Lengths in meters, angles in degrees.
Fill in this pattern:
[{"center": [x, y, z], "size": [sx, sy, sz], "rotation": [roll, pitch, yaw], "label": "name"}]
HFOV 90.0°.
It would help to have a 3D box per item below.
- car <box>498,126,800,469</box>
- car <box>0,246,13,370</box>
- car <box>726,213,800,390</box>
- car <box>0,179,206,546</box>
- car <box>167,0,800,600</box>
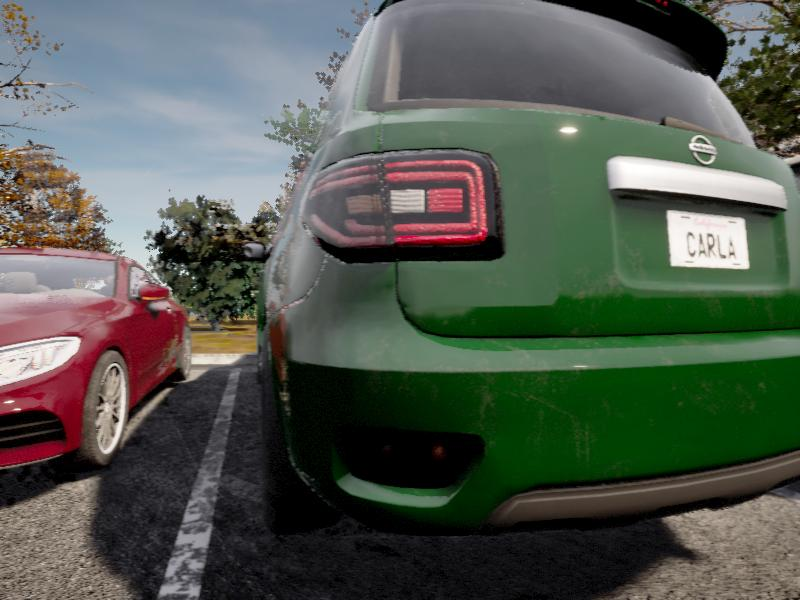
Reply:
[{"center": [2.912, 0.005, 3.427], "size": [1.878, 1.987, 4.442], "rotation": [1, -1, -20], "label": "car"}, {"center": [-6.053, 0.096, 3.489], "size": [2.185, 1.767, 4.553], "rotation": [0, -1, -20], "label": "car"}, {"center": [5.889, 0.008, 3.435], "size": [1.878, 1.987, 4.442], "rotation": [1, -1, -20], "label": "car"}, {"center": [-3.081, 0.265, 3.525], "size": [2.002, 1.452, 4.674], "rotation": [1, -1, -20], "label": "car"}, {"center": [-0.119, -0.022, 3.557], "size": [2.435, 2.045, 5.566], "rotation": [0, -1, -20], "label": "car"}]
